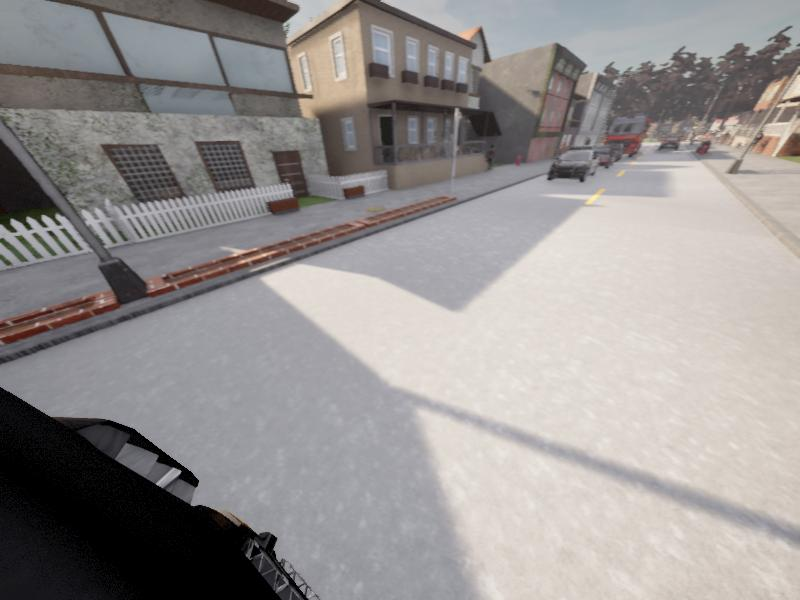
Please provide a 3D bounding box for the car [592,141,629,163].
[{"bbox_3d":[19.907,-13.989,21.822,1.789,1.549,3.705,26,43,36],"label":"car"}]

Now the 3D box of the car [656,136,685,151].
[{"bbox_3d":[37.006,-21.461,31.646,2.038,1.542,4.974,26,43,36],"label":"car"}]

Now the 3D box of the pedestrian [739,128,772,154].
[{"bbox_3d":[31.880,-14.232,20.749,0.751,1.860,0.751,26,44,36],"label":"pedestrian"}]

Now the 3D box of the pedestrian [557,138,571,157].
[{"bbox_3d":[19.583,-18.200,27.617,0.751,1.860,0.751,-30,42,-34],"label":"pedestrian"}]

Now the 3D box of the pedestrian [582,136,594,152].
[{"bbox_3d":[28.674,-23.834,35.306,0.751,1.860,0.751,-30,42,-34],"label":"pedestrian"}]

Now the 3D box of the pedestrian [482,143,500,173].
[{"bbox_3d":[6.874,-10.801,17.578,0.751,1.860,0.751,24,42,34],"label":"pedestrian"}]

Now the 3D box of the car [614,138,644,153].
[{"bbox_3d":[31.736,-21.380,31.984,2.163,1.488,4.792,26,43,36],"label":"car"}]

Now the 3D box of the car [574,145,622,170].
[{"bbox_3d":[15.794,-11.343,18.364,1.994,1.385,4.181,26,43,36],"label":"car"}]

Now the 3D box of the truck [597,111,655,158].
[{"bbox_3d":[25.703,-18.601,26.206,2.891,3.827,8.468,26,43,36],"label":"truck"}]

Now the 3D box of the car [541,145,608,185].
[{"bbox_3d":[10.548,-8.229,13.886,1.930,1.638,5.238,25,43,35],"label":"car"}]
